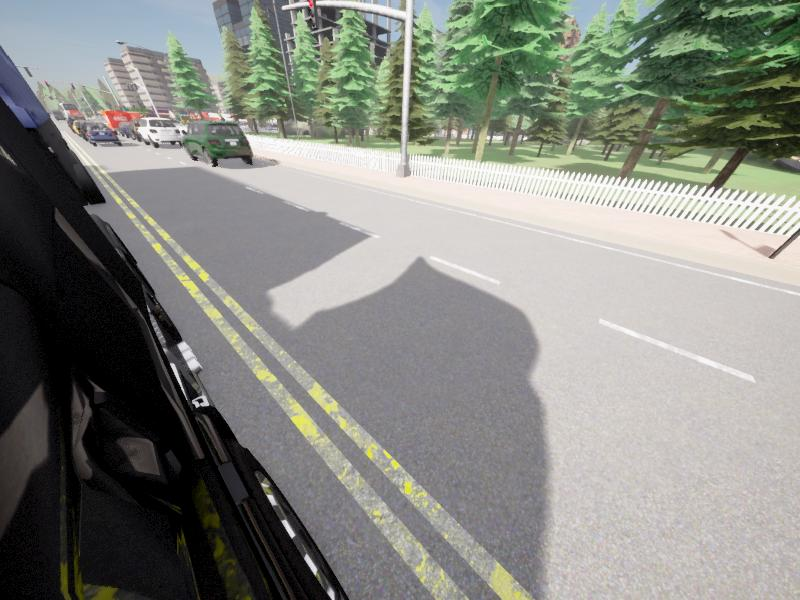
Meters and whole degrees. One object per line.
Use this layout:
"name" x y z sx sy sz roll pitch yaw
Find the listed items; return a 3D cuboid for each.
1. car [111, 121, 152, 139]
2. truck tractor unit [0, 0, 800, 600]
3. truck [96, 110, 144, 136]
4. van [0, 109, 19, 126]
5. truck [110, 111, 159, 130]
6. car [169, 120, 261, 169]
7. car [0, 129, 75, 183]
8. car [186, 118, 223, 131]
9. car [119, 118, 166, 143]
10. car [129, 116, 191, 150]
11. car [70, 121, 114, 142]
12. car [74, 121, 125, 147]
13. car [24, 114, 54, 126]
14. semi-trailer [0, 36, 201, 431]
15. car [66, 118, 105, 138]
"car" -31.513 -19.987 27.127 4.792 1.488 2.163 28 44 30
"truck tractor unit" -2.645 -0.295 0.352 6.516 4.208 3.053 28 44 30
"truck" -36.383 -22.982 29.997 5.204 2.467 2.627 28 44 30
"van" -65.431 -30.048 37.975 4.480 2.038 2.069 28 44 30
"truck" -48.519 -32.887 42.465 5.204 2.467 2.627 -26 45 -32
"car" -10.955 -9.308 13.674 5.566 2.045 2.150 27 43 30
"car" -15.557 -6.031 9.508 3.806 1.475 1.970 28 44 30
"car" -43.669 -39.384 51.807 2.150 2.045 5.566 27 43 29
"car" -26.499 -17.484 23.767 4.605 1.855 1.932 28 44 30
"car" -20.939 -14.596 20.118 5.566 2.045 2.150 28 44 30
"car" -29.837 -16.358 22.390 4.193 1.474 1.816 28 44 30
"car" -24.990 -13.815 19.231 3.705 1.549 1.789 28 44 30
"car" -65.539 -32.652 41.913 4.792 1.488 2.163 25 42 27
"semi-trailer" -8.660 -3.633 4.262 14.254 4.402 2.717 29 44 30
"car" -35.187 -19.247 25.825 5.366 1.575 1.801 28 44 30
